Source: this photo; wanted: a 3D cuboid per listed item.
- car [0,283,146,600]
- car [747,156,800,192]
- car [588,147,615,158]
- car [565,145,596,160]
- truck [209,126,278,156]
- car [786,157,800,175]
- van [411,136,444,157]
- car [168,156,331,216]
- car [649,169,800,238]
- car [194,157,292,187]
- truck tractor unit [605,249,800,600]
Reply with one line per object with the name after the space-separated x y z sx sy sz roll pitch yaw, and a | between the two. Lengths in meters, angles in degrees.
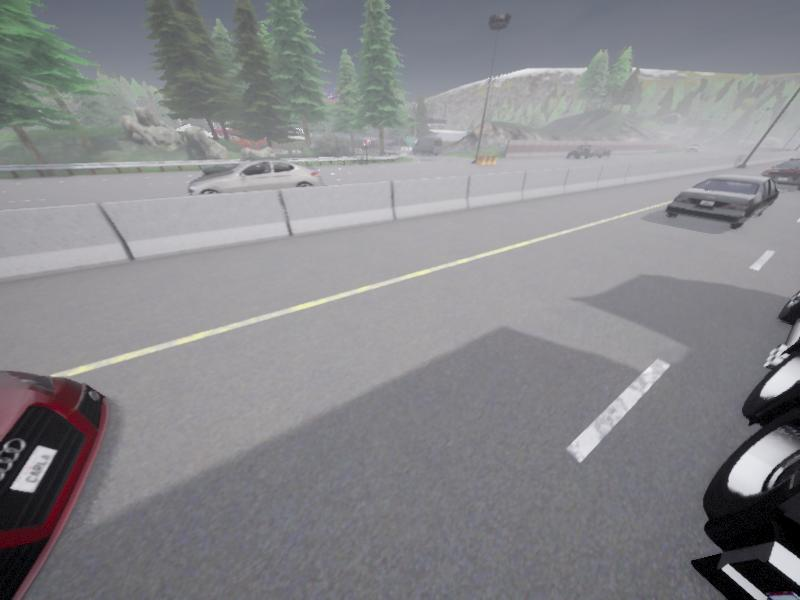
-4.112 1.525 0.586 4.181 1.385 1.994 -18 39 -25 | car
24.795 -8.027 14.583 4.974 1.542 2.038 -19 39 -24 | car
34.186 -24.997 39.141 3.705 1.549 1.789 -18 39 -25 | car
28.205 -23.172 36.139 3.866 1.878 1.905 -18 39 -25 | car
-25.515 -26.266 38.242 8.468 3.827 2.891 -18 39 -25 | truck
37.679 -12.264 20.838 4.974 1.542 2.038 -18 39 -25 | car
4.327 -24.888 37.410 1.988 2.561 5.915 -18 39 -25 | van
-5.810 -4.957 9.690 5.027 1.651 2.152 -18 39 -25 | car
11.727 -3.684 8.270 5.357 1.411 2.033 -18 39 -25 | car
-9.657 -8.182 14.582 4.718 1.301 1.895 -18 39 -25 | car
5.092 -0.314 0.834 6.516 4.208 3.053 -19 39 -26 | truck tractor unit
